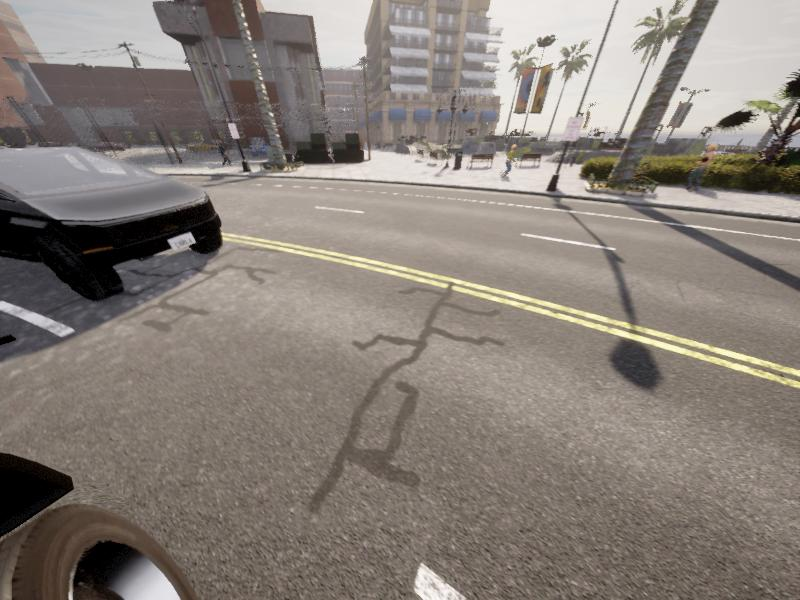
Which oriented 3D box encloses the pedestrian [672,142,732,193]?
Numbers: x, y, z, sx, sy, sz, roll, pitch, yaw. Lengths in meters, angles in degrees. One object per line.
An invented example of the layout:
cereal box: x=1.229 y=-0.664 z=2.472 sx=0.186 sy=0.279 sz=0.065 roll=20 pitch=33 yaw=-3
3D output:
pedestrian: x=13.451 y=-5.913 z=10.332 sx=0.751 sy=1.860 sz=0.751 roll=-21 pitch=40 yaw=-26

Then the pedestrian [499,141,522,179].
pedestrian: x=6.434 y=-8.156 z=13.471 sx=0.751 sy=1.860 sz=0.751 roll=13 pitch=37 yaw=18

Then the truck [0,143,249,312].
truck: x=-6.919 y=-1.786 z=4.562 sx=6.274 sy=2.098 sz=2.390 roll=8 pitch=36 yaw=11

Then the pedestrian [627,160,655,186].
pedestrian: x=12.154 y=-6.423 z=11.703 sx=0.500 sy=1.100 sz=0.500 roll=19 pitch=39 yaw=24

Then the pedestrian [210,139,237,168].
pedestrian: x=-13.642 y=-11.361 z=17.926 sx=0.751 sy=1.860 sz=0.751 roll=0 pitch=35 yaw=0

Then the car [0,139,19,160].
car: x=-43.849 y=-15.289 z=23.566 sx=4.553 sy=1.767 sz=2.185 roll=-7 pitch=36 yaw=-10
